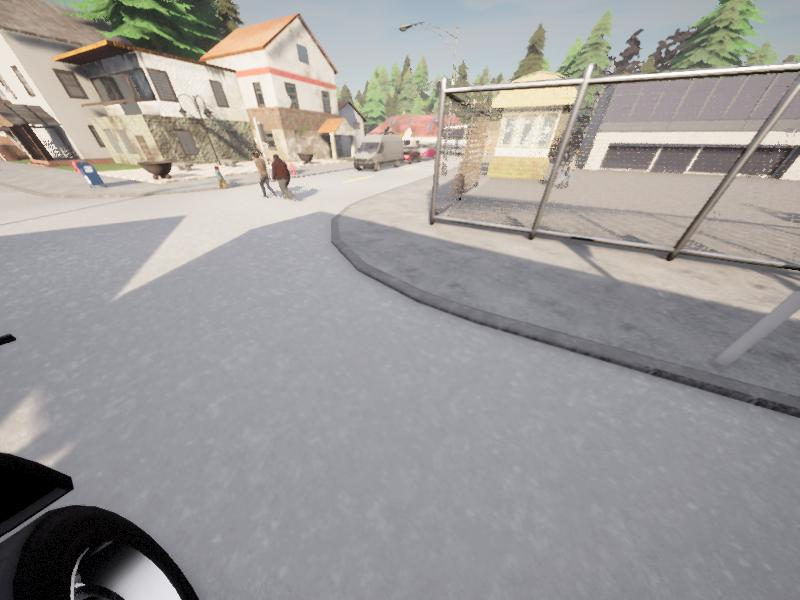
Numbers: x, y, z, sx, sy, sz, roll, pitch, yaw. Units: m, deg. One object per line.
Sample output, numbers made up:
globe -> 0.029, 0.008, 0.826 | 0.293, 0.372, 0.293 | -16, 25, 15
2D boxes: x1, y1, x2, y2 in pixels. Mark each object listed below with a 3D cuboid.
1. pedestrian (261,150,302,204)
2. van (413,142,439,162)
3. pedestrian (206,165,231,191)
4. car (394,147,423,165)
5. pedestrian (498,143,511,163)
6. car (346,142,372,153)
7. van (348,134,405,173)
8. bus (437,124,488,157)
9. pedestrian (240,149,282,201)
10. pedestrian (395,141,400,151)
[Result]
pedestrian -> -4.757, -4.995, 9.404 | 0.751, 1.860, 0.751 | 18, 38, 23
van -> 3.405, -18.933, 29.448 | 1.775, 1.987, 4.442 | 15, 38, 20
pedestrian -> -9.201, -6.218, 11.765 | 0.500, 1.100, 0.500 | -4, 35, -6
car -> 1.013, -15.942, 25.502 | 1.789, 1.549, 3.705 | 16, 38, 21
pedestrian -> 11.611, -16.310, 25.667 | 0.751, 1.860, 0.751 | 15, 38, 20
car -> -8.238, -30.623, 46.341 | 4.611, 1.667, 2.242 | 16, 38, 21
van -> -1.791, -12.973, 20.343 | 1.988, 2.561, 5.915 | 17, 38, 22
bus -> 10.247, -27.531, 39.893 | 3.944, 4.253, 10.273 | -7, 36, -10
pedestrian -> -5.871, -5.327, 9.866 | 0.751, 1.860, 0.751 | 16, 38, 21
pedestrian -> -0.526, -33.537, 50.237 | 0.751, 1.860, 0.751 | 18, 39, 24
